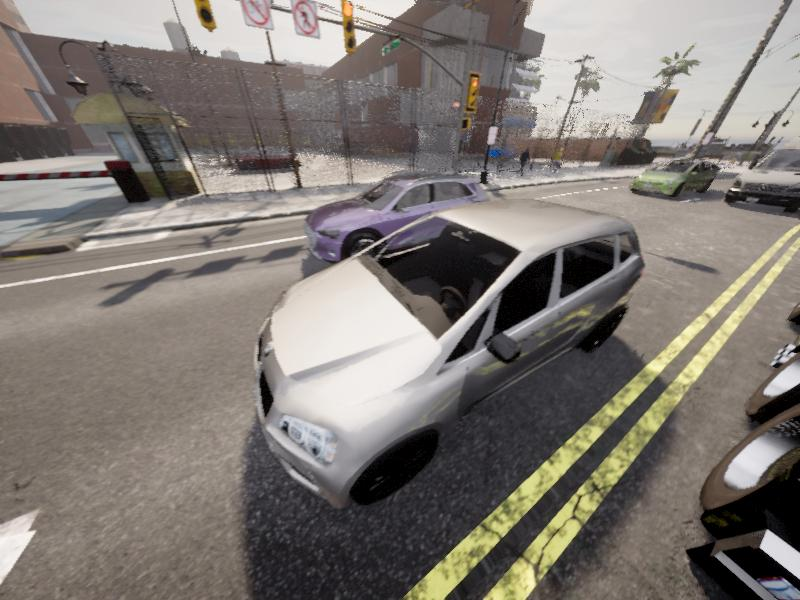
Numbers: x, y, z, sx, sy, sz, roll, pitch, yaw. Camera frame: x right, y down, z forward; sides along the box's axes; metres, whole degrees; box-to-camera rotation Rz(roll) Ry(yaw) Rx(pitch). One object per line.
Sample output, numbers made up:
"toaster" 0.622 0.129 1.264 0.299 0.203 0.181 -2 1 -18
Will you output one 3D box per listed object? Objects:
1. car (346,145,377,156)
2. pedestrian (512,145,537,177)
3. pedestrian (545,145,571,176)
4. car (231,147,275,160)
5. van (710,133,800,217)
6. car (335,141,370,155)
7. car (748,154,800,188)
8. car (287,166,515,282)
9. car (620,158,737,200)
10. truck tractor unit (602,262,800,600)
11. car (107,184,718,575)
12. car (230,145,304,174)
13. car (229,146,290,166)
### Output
"car" -6.752 -26.335 40.530 4.786 1.482 2.161 -18 39 -25
"pedestrian" 8.688 -9.765 16.218 0.751 1.860 0.751 -17 39 -24
"pedestrian" 11.405 -10.093 16.718 0.751 1.860 0.751 -16 38 -22
"car" -19.713 -19.786 31.109 4.718 1.301 1.895 -18 39 -25
"van" 16.838 -5.283 9.564 5.915 2.561 1.988 -11 36 -16
"car" -8.686 -28.229 42.764 5.566 2.045 2.435 -18 39 -25
"car" 26.590 -8.277 14.776 5.027 1.651 2.152 -3 35 -5
"car" 0.148 -2.207 5.767 4.856 1.649 2.033 -17 39 -24
"car" 14.405 -6.406 12.044 4.514 1.525 2.007 -13 37 -19
"truck tractor unit" 5.115 -0.296 0.784 6.516 4.208 3.053 -18 39 -24
"car" 0.773 -0.128 2.744 4.611 1.667 2.242 -18 39 -24
"car" -10.382 -11.153 18.219 4.553 1.767 2.185 -18 39 -25
"car" -14.263 -14.798 23.644 5.008 1.535 2.097 -18 39 -25
